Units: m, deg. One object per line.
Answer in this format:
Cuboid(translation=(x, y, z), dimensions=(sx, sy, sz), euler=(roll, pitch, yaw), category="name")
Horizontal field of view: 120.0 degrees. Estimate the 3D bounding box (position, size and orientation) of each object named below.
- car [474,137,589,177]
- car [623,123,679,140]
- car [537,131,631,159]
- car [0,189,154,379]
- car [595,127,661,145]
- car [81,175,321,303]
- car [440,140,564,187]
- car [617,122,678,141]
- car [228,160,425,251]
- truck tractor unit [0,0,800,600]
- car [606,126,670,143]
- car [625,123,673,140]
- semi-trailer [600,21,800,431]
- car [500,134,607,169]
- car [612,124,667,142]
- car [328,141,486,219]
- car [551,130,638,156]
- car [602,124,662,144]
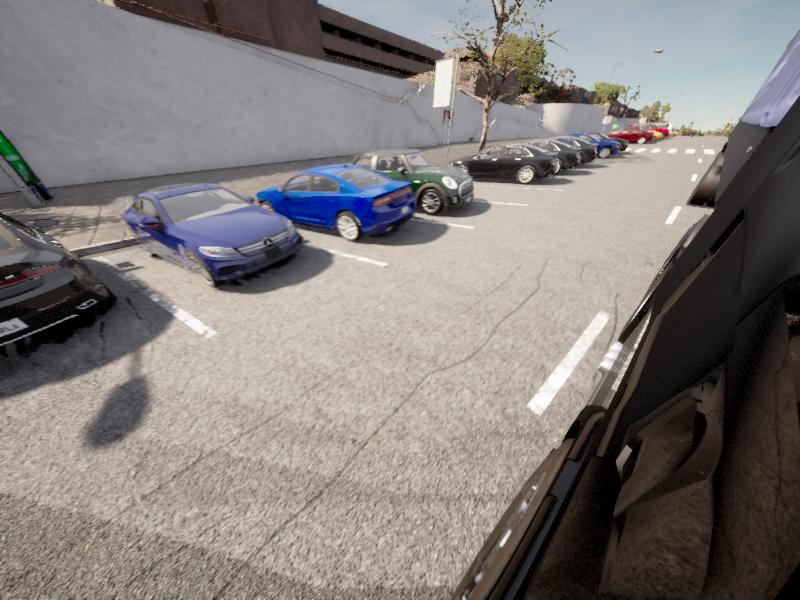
Cuboid(translation=(6.860, -7.781, 12.531), dimensions=(4.892, 1.521, 2.231), euler=(16, 40, 24), category="car")
Cuboid(translation=(41.355, -27.906, 38.303), dimensions=(5.566, 2.045, 2.435), euler=(15, 38, 22), category="car")
Cuboid(translation=(13.346, -11.551, 17.268), dimensions=(5.008, 1.535, 2.097), euler=(15, 39, 23), category="car")
Cuboid(translation=(-6.583, -0.531, 3.548), dimensions=(4.892, 1.521, 2.231), euler=(18, 41, 27), category="car")
Cuboid(translation=(26.284, -19.093, 26.953), dimensions=(5.008, 1.535, 2.097), euler=(15, 39, 22), category="car")
Cuboid(translation=(-4.299, -1.686, 5.032), dimensions=(4.674, 1.452, 2.002), euler=(17, 40, 26), category="car")
Cuboid(translation=(4.663, -6.545, 10.988), dimensions=(4.892, 1.521, 2.231), euler=(16, 40, 25), category="car")
Cuboid(translation=(37.092, -25.464, 34.991), dimensions=(5.566, 2.045, 2.435), euler=(15, 38, 22), category="car")
Cuboid(translation=(-2.031, -2.906, 6.471), dimensions=(5.008, 1.535, 2.097), euler=(17, 41, 26), category="car")
Cuboid(translation=(2.645, -0.295, 0.351), dimensions=(6.516, 4.208, 3.053), euler=(-28, 44, -30), category="truck tractor unit")
Cuboid(translation=(30.764, -21.540, 30.153), dimensions=(5.366, 1.575, 1.946), euler=(15, 38, 22), category="car")
Cuboid(translation=(39.327, -26.639, 36.617), dimensions=(4.442, 1.987, 1.878), euler=(15, 38, 22), category="car")
Cuboid(translation=(8.605, -3.638, 4.359), dimensions=(14.254, 4.402, 2.717), euler=(-29, 44, -31), category="semi-trailer")
Cuboid(translation=(9.042, -9.028, 14.093), dimensions=(4.892, 1.521, 2.231), euler=(15, 40, 24), category="car")
Cuboid(translation=(32.722, -22.920, 31.798), dimensions=(4.553, 1.767, 2.185), euler=(15, 38, 22), category="car")
Cuboid(translation=(0.182, -4.222, 7.904), dimensions=(4.553, 1.767, 2.185), euler=(17, 40, 25), category="car")
Cuboid(translation=(15.495, -12.815, 18.868), dimensions=(5.008, 1.535, 2.097), euler=(15, 39, 23), category="car")
Cuboid(translation=(28.405, -20.450, 28.529), dimensions=(4.553, 1.767, 2.185), euler=(15, 38, 22), category="car")
